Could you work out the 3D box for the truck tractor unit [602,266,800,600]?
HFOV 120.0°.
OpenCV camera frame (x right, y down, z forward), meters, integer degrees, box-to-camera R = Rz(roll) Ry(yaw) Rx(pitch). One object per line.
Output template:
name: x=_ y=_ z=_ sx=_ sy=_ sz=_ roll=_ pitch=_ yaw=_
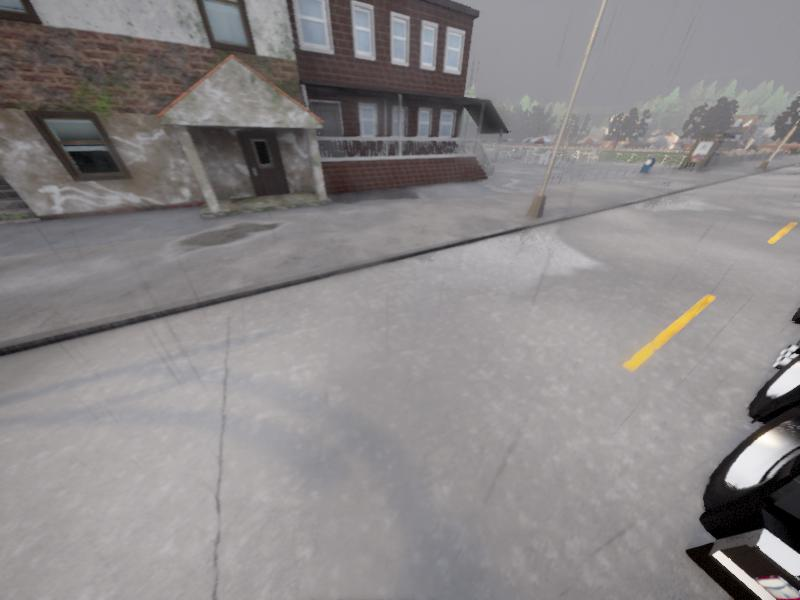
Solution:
truck tractor unit: x=5.112 y=-0.301 z=0.778 sx=6.516 sy=4.208 sz=3.053 roll=-18 pitch=39 yaw=-24
